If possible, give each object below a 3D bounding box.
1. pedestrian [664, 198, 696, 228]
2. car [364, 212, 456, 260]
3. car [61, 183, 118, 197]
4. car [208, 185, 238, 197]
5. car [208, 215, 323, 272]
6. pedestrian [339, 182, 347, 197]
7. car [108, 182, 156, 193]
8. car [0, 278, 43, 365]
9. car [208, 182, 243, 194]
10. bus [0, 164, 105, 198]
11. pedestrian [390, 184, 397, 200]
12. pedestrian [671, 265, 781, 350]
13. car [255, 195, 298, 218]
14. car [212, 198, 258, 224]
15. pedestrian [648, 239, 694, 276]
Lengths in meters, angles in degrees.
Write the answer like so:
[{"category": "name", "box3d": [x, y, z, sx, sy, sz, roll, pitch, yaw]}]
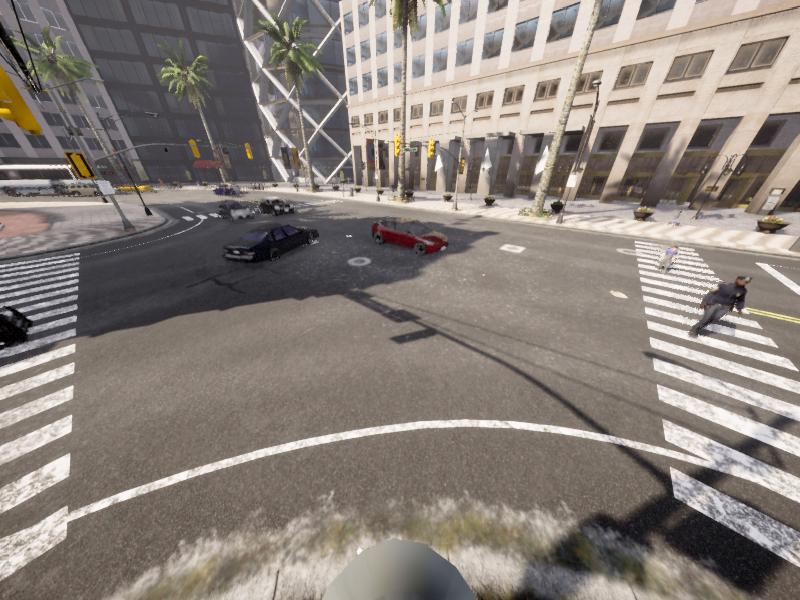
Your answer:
[{"category": "pedestrian", "box3d": [19.989, -6.203, 16.536, 0.751, 1.860, 0.751, 24, 38, 35]}, {"category": "car", "box3d": [0.421, -3.797, 13.102, 4.792, 1.488, 2.163, 23, 37, 34]}, {"category": "car", "box3d": [-47.009, -16.728, 35.099, 4.605, 1.855, 1.932, -4, 30, -8]}, {"category": "car", "box3d": [-27.271, -16.824, 35.612, 3.633, 1.501, 1.845, 14, 33, 22]}, {"category": "car", "box3d": [-6.555, -3.269, 12.274, 2.033, 1.411, 5.357, 8, 31, 13]}, {"category": "pedestrian", "box3d": [-8.234, -15.896, 33.325, 0.751, 1.860, 0.751, -21, 36, -32]}, {"category": "car", "box3d": [-47.596, -20.029, 41.116, 5.366, 1.575, 1.801, -3, 30, -5]}, {"category": "car", "box3d": [-11.417, 1.287, 4.247, 2.038, 1.542, 4.974, 23, 37, 34]}, {"category": "car", "box3d": [-29.967, -19.287, 39.740, 4.611, 1.667, 2.242, 10, 31, 16]}, {"category": "bus", "box3d": [-55.269, -18.543, 35.868, 10.273, 4.253, 3.944, -8, 30, -14]}, {"category": "pedestrian", "box3d": [-0.894, -14.509, 30.922, 0.751, 1.860, 0.751, 4, 30, 7]}, {"category": "pedestrian", "box3d": [7.934, 0.185, 5.776, 0.751, 1.860, 0.751, 20, 35, 30]}, {"category": "car", "box3d": [-11.848, -9.008, 22.130, 3.806, 1.475, 1.970, 23, 37, 34]}, {"category": "car", "box3d": [-14.222, -7.750, 19.899, 3.633, 1.501, 1.845, 23, 37, 34]}, {"category": "pedestrian", "box3d": [11.410, -1.813, 9.797, 0.751, 1.300, 0.751, 21, 36, 32]}]
